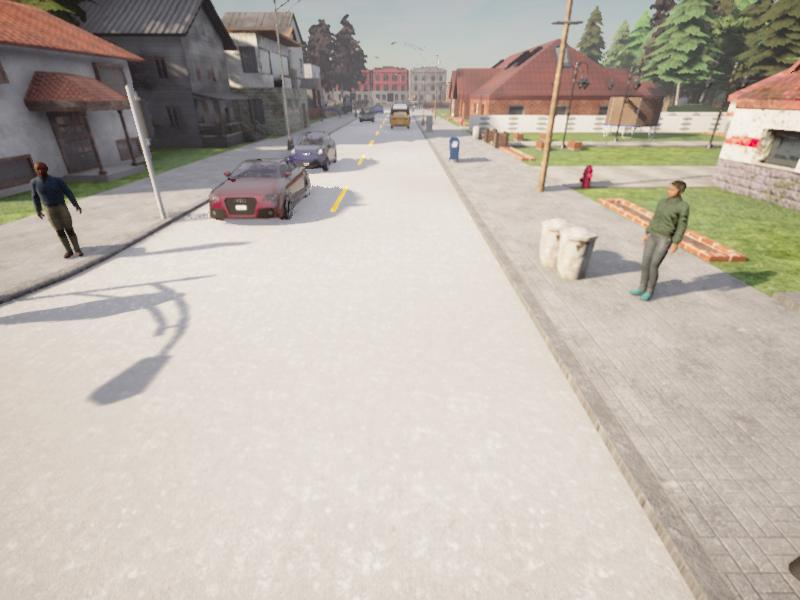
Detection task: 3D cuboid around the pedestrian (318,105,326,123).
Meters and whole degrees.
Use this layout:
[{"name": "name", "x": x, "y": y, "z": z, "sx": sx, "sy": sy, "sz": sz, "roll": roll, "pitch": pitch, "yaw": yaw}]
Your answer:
[{"name": "pedestrian", "x": -9.195, "y": -21.918, "z": 47.130, "sx": 0.751, "sy": 1.860, "sz": 0.751, "roll": -1, "pitch": 27, "yaw": -2}]

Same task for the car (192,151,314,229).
[{"name": "car", "x": -3.996, "y": -3.390, "z": 11.767, "sx": 1.994, "sy": 1.385, "sz": 4.181, "roll": 0, "pitch": 27, "yaw": 0}]

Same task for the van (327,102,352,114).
[{"name": "van", "x": -11.709, "y": -37.185, "z": 77.569, "sx": 4.442, "sy": 1.987, "sz": 1.775, "roll": 0, "pitch": 27, "yaw": 0}]

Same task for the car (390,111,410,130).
[{"name": "car", "x": 0.005, "y": -18.552, "z": 41.191, "sx": 1.882, "sy": 1.535, "sz": 5.008, "roll": 0, "pitch": 27, "yaw": 0}]

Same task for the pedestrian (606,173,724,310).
[{"name": "pedestrian", "x": 3.919, "y": -0.891, "z": 6.064, "sx": 0.751, "sy": 1.860, "sz": 0.751, "roll": -7, "pitch": 28, "yaw": -13}]

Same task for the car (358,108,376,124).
[{"name": "car", "x": -3.997, "y": -22.331, "z": 48.494, "sx": 1.851, "sy": 1.617, "sz": 3.988, "roll": 0, "pitch": 27, "yaw": 0}]

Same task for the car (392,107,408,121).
[{"name": "car", "x": -0.005, "y": -25.469, "z": 54.728, "sx": 2.128, "sy": 1.511, "sz": 4.902, "roll": 0, "pitch": 27, "yaw": 0}]

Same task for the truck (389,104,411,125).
[{"name": "truck", "x": 0.003, "y": -22.205, "z": 47.709, "sx": 2.390, "sy": 2.098, "sz": 6.274, "roll": 0, "pitch": 27, "yaw": 0}]

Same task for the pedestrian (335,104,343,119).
[{"name": "pedestrian", "x": -8.399, "y": -26.022, "z": 55.143, "sx": 0.751, "sy": 1.860, "sz": 0.751, "roll": 4, "pitch": 27, "yaw": 7}]

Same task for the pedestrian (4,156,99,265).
[{"name": "pedestrian", "x": -6.621, "y": -1.736, "z": 7.718, "sx": 0.751, "sy": 1.860, "sz": 0.751, "roll": -14, "pitch": 30, "yaw": -26}]

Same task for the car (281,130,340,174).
[{"name": "car", "x": -3.998, "y": -6.936, "z": 18.515, "sx": 1.845, "sy": 1.501, "sz": 3.633, "roll": 0, "pitch": 27, "yaw": 0}]

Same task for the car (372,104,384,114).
[{"name": "car", "x": -3.981, "y": -35.247, "z": 73.806, "sx": 2.007, "sy": 1.525, "sz": 4.514, "roll": 0, "pitch": 27, "yaw": 0}]
